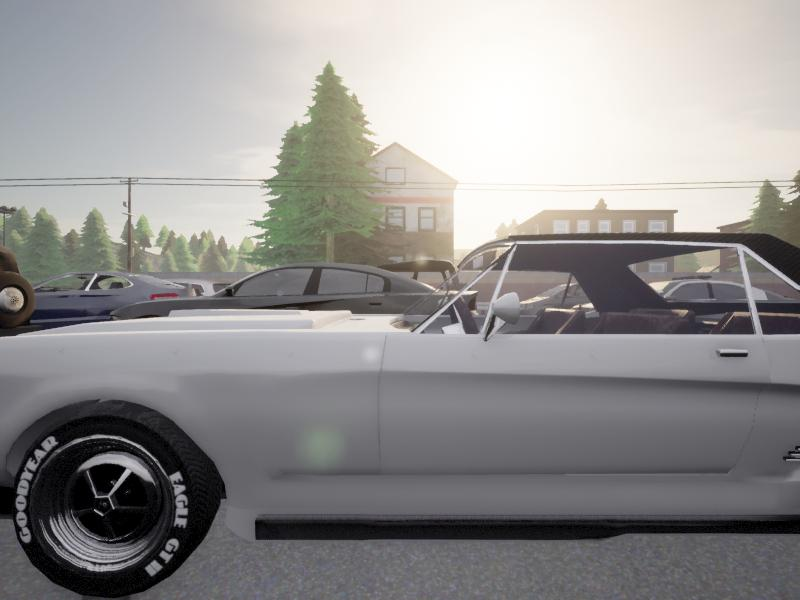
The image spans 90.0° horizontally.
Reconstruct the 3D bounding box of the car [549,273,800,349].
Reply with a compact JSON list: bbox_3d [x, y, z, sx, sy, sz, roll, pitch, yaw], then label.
[{"bbox_3d":[6.297,0.226,9.236,4.974,1.542,2.038,0,0,0],"label":"car"}]

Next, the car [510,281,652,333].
[{"bbox_3d":[5.601,0.215,12.732,3.705,1.549,1.789,0,0,0],"label":"car"}]

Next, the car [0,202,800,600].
[{"bbox_3d":[0.559,0.344,2.203,4.718,1.301,1.895,0,0,0],"label":"car"}]

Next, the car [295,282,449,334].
[{"bbox_3d":[-0.816,0.228,12.696,4.514,1.525,2.007,0,0,0],"label":"car"}]

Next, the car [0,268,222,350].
[{"bbox_3d":[-7.069,0.181,9.172,5.027,1.651,2.152,0,0,0],"label":"car"}]

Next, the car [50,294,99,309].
[{"bbox_3d":[-39.220,0.156,48.366,2.242,1.667,4.611,0,0,0],"label":"car"}]

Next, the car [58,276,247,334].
[{"bbox_3d":[-7.559,0.156,12.661,4.611,1.667,2.242,0,0,-1],"label":"car"}]

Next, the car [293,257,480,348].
[{"bbox_3d":[-0.280,0.046,9.200,3.866,1.878,1.905,0,0,0],"label":"car"}]

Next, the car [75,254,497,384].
[{"bbox_3d":[-1.348,0.223,5.694,5.008,1.535,1.882,0,0,0],"label":"car"}]

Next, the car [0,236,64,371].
[{"bbox_3d":[-7.490,0.046,5.660,3.866,1.878,1.905,0,0,0],"label":"car"}]
